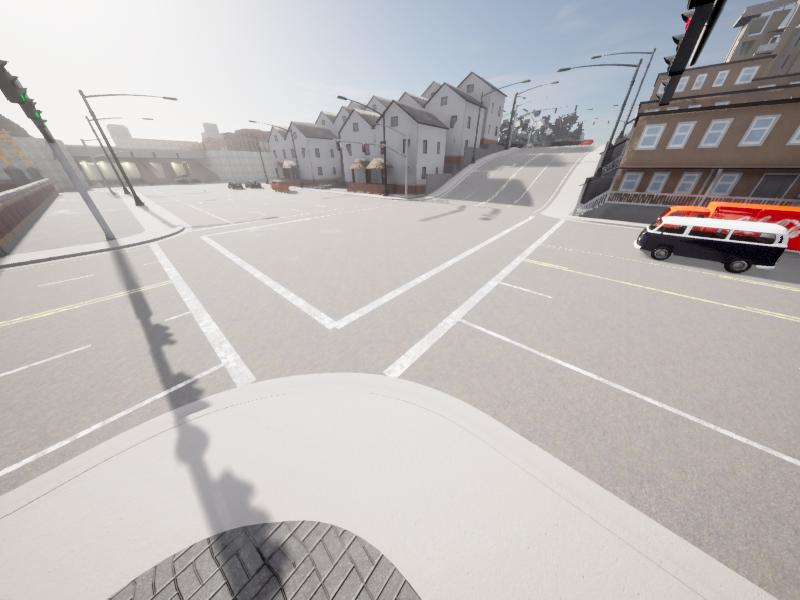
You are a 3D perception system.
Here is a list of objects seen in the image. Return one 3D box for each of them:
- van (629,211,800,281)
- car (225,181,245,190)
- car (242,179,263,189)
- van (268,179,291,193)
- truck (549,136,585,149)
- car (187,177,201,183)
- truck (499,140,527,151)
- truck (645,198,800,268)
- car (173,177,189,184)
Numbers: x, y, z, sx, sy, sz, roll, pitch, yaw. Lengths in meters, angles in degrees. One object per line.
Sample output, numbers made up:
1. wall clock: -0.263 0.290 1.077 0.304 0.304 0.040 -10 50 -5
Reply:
1. van: 14.563 -2.824 11.159 4.480 2.038 2.069 24 38 35
2. car: -35.336 -24.596 49.454 4.514 1.525 2.007 24 38 35
3. car: -32.884 -25.887 51.600 4.611 1.667 2.242 24 38 35
4. van: -22.923 -21.682 43.874 4.442 1.987 1.775 24 38 35
5. truck: 40.110 -37.788 55.654 6.274 2.098 2.390 24 38 35
6. car: -61.263 -35.623 68.561 4.674 1.442 1.812 23 37 34
7. truck: 30.615 -41.948 62.860 6.274 2.098 2.390 24 38 35
8. truck: 17.589 -3.927 12.639 5.204 2.467 2.627 25 38 36
9. car: -61.450 -33.502 64.694 5.238 1.638 1.930 23 37 34
